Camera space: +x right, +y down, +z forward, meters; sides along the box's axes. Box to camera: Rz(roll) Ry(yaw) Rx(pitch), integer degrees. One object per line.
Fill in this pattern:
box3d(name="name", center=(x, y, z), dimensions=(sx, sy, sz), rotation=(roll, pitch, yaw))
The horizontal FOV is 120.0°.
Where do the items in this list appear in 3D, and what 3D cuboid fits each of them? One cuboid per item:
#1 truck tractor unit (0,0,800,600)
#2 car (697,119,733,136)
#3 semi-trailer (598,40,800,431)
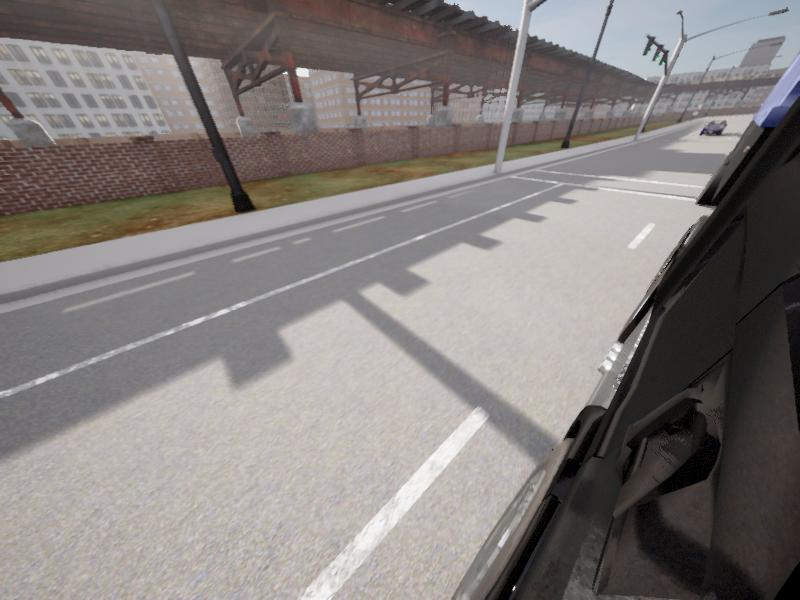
box3d(name="truck tractor unit", center=(2.645, -0.295, 0.351), dimensions=(6.516, 4.208, 3.053), rotation=(-28, 44, -30))
box3d(name="car", center=(37.155, -20.360, 27.285), dimensions=(3.633, 1.501, 1.845), rotation=(-28, 44, -30))
box3d(name="semi-trailer", center=(8.695, -3.593, 4.253), dimensions=(14.254, 4.402, 2.717), rotation=(-28, 44, -30))
